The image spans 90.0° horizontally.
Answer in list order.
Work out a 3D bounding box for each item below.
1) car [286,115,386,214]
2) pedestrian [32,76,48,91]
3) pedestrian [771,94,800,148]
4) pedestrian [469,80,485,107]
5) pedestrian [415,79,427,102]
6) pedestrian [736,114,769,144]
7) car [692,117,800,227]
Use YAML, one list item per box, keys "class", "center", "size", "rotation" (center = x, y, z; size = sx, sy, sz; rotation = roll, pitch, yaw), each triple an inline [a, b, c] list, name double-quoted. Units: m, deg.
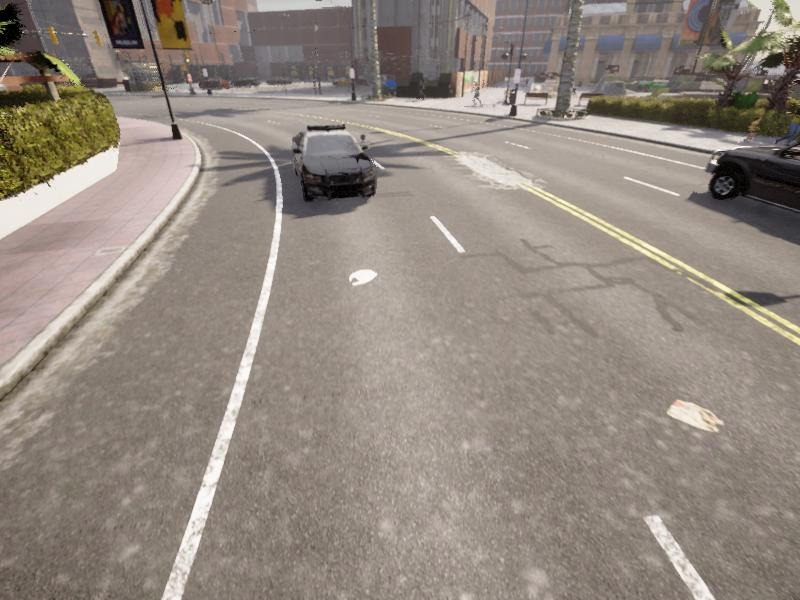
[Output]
- class: "car"
  center: [-2.021, -4.147, 11.508]
  size: [1.930, 1.638, 5.238]
  rotation: [-9, 31, -15]
- class: "pedestrian"
  center: [-50.430, -30.309, 56.040]
  size: [0.751, 1.860, 0.751]
  rotation: [12, 32, 20]
- class: "pedestrian"
  center: [15.830, -7.110, 15.902]
  size: [0.751, 1.860, 0.751]
  rotation: [-10, 32, -16]
- class: "pedestrian"
  center: [6.241, -16.755, 32.478]
  size: [0.751, 1.860, 0.751]
  rotation: [-20, 36, -30]
- class: "pedestrian"
  center: [1.938, -19.204, 36.698]
  size: [0.751, 1.860, 0.751]
  rotation: [-19, 35, -29]
- class: "pedestrian"
  center: [14.755, -7.162, 16.752]
  size: [0.500, 1.100, 0.500]
  rotation: [-7, 31, -11]
- class: "car"
  center: [9.452, -2.749, 8.807]
  size: [1.932, 1.855, 4.605]
  rotation: [-5, 31, -9]
